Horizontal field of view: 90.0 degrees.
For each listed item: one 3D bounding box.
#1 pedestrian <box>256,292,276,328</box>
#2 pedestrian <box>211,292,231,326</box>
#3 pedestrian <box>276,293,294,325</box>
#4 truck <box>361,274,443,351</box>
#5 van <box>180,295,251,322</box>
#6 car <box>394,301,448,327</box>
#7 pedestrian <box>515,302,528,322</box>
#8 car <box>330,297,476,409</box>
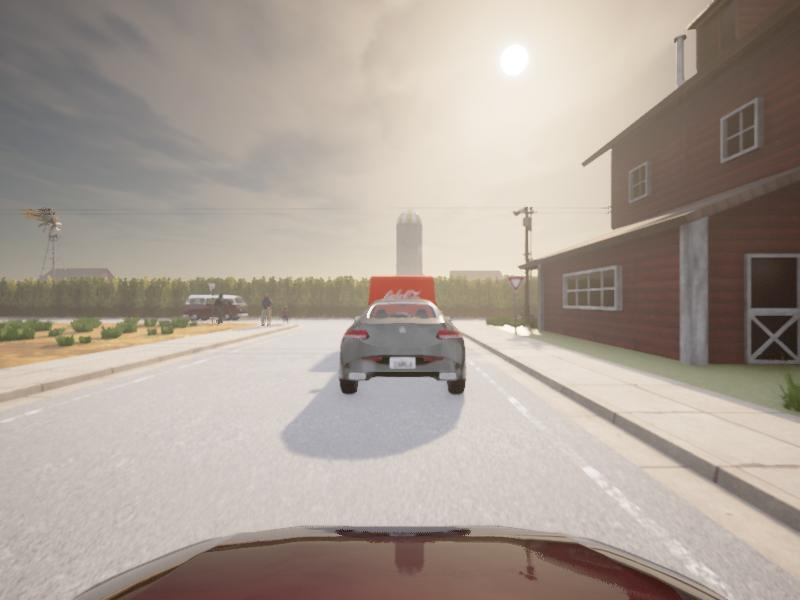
[{"bbox_3d":[-7.006,0.506,20.911,0.751,1.860,0.751,0,0,4],"label":"pedestrian"},{"bbox_3d":[-10.285,0.507,22.957,0.751,1.860,0.751,0,0,33],"label":"pedestrian"},{"bbox_3d":[-6.608,0.508,23.018,0.751,1.860,0.751,0,0,2],"label":"pedestrian"},{"bbox_3d":[0.097,0.381,15.454,2.627,2.467,5.204,0,1,1],"label":"truck"},{"bbox_3d":[-14.140,0.628,30.832,4.480,2.038,2.069,0,0,1],"label":"van"},{"bbox_3d":[1.517,0.859,26.510,2.038,1.542,4.974,0,0,22],"label":"car"},{"bbox_3d":[8.277,0.819,27.194,0.751,1.300,0.751,0,0,10],"label":"pedestrian"},{"bbox_3d":[0.055,0.789,8.416,2.152,1.651,5.027,0,0,0],"label":"car"}]
